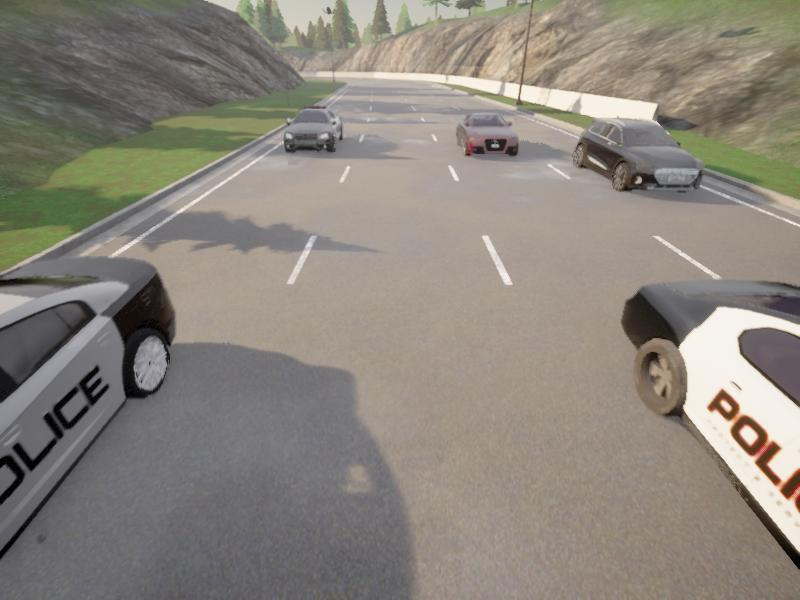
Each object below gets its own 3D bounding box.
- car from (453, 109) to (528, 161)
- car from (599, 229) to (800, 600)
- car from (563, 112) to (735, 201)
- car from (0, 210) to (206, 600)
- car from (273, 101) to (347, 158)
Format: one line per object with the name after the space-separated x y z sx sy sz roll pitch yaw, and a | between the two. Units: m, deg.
3.428 -6.732 16.092 1.994 1.385 4.181 0 30 -1 | car
3.490 1.185 2.443 2.038 1.542 4.974 0 30 0 | car
6.963 -4.503 12.045 2.033 1.649 4.856 0 30 0 | car
-3.510 1.034 2.578 1.930 1.638 5.238 0 30 0 | car
-3.583 -7.323 16.918 2.038 1.542 4.974 0 31 -1 | car
